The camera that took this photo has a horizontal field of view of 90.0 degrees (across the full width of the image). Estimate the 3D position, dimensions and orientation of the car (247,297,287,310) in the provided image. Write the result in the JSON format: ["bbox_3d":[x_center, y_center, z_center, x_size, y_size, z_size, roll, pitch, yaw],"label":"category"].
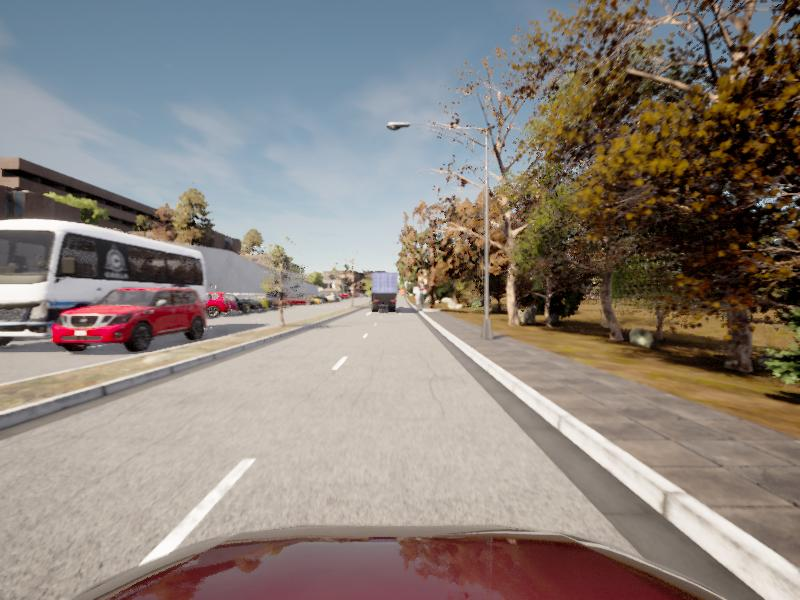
[{"bbox_3d":[-16.851,0.431,50.708,4.674,1.452,2.002,-1,1,-20],"label":"car"}]

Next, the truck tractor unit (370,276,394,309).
[{"bbox_3d":[-2.596,-1.022,54.594,3.053,4.208,6.516,0,1,-5],"label":"truck tractor unit"}]

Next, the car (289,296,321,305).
[{"bbox_3d":[-17.016,0.085,71.654,5.366,1.575,1.946,-1,1,-20],"label":"car"}]

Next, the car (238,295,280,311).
[{"bbox_3d":[-16.830,0.308,47.734,4.553,1.767,2.185,-1,1,-20],"label":"car"}]

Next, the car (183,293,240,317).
[{"bbox_3d":[-16.759,0.379,35.837,4.442,1.987,1.878,-1,1,-20],"label":"car"}]

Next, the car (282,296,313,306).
[{"bbox_3d":[-16.822,0.203,65.731,4.792,1.488,2.163,-1,1,-20],"label":"car"}]

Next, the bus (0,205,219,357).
[{"bbox_3d":[-11.685,-0.560,16.321,3.944,4.253,10.273,0,0,0],"label":"bus"}]

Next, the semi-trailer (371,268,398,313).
[{"bbox_3d":[-2.015,-1.003,46.703,2.717,4.402,14.254,0,1,-4],"label":"semi-trailer"}]

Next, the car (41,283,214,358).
[{"bbox_3d":[-8.798,0.554,13.787,2.150,2.045,5.566,0,0,0],"label":"car"}]

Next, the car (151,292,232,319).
[{"bbox_3d":[-16.895,0.398,32.794,5.566,2.045,2.435,-1,1,-20],"label":"car"}]

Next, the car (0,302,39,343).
[{"bbox_3d":[-16.871,0.856,14.902,4.674,1.452,2.002,-1,1,-20],"label":"car"}]

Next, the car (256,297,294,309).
[{"bbox_3d":[-16.828,0.377,53.726,4.792,1.488,2.163,-1,1,-20],"label":"car"}]

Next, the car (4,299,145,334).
[{"bbox_3d":[-16.701,0.772,20.943,5.366,1.575,1.946,-1,0,-20],"label":"car"}]

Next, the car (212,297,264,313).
[{"bbox_3d":[-16.855,0.522,41.762,4.892,1.521,2.231,-1,1,-20],"label":"car"}]

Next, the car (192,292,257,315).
[{"bbox_3d":[-16.841,0.312,38.790,5.566,2.045,2.435,-1,1,-20],"label":"car"}]

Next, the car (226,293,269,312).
[{"bbox_3d":[-16.971,0.254,44.698,4.442,1.987,1.878,-1,1,-20],"label":"car"}]

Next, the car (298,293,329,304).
[{"bbox_3d":[-16.818,-0.267,77.741,5.566,2.045,2.435,-1,1,-20],"label":"car"}]

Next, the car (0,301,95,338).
[{"bbox_3d":[-16.901,0.832,17.874,4.792,1.488,2.163,-1,1,-20],"label":"car"}]
